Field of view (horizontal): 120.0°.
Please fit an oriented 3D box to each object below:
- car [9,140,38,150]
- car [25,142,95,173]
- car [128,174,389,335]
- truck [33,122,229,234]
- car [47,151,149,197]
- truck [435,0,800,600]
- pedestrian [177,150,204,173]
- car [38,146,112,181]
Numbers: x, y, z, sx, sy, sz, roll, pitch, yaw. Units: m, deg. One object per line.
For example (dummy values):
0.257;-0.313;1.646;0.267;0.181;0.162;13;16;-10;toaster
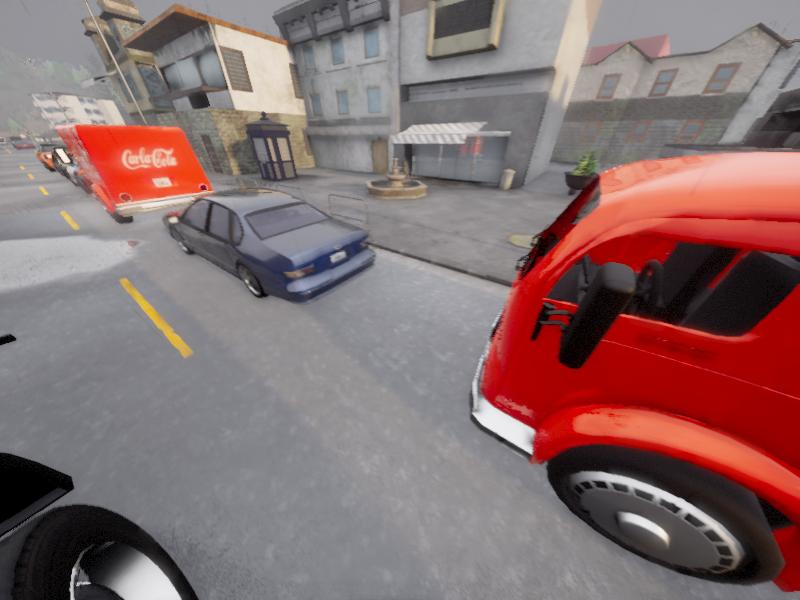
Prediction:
-67.299;-27.693;41.303;4.181;1.385;1.994;21;40;27;car
-26.160;-11.071;17.782;4.553;1.767;2.097;22;41;28;car
-2.997;-1.460;4.737;5.357;1.411;2.033;22;41;28;car
-8.919;-4.319;7.791;5.204;2.467;2.627;22;41;28;truck
-15.238;-6.510;11.655;4.974;1.542;2.038;22;41;28;car
3.186;0.623;0.912;5.204;2.467;2.627;22;41;28;truck
-14.533;-9.612;16.032;0.751;1.300;0.751;22;41;28;pedestrian
-20.767;-8.797;14.775;3.988;1.617;1.851;22;41;28;car
